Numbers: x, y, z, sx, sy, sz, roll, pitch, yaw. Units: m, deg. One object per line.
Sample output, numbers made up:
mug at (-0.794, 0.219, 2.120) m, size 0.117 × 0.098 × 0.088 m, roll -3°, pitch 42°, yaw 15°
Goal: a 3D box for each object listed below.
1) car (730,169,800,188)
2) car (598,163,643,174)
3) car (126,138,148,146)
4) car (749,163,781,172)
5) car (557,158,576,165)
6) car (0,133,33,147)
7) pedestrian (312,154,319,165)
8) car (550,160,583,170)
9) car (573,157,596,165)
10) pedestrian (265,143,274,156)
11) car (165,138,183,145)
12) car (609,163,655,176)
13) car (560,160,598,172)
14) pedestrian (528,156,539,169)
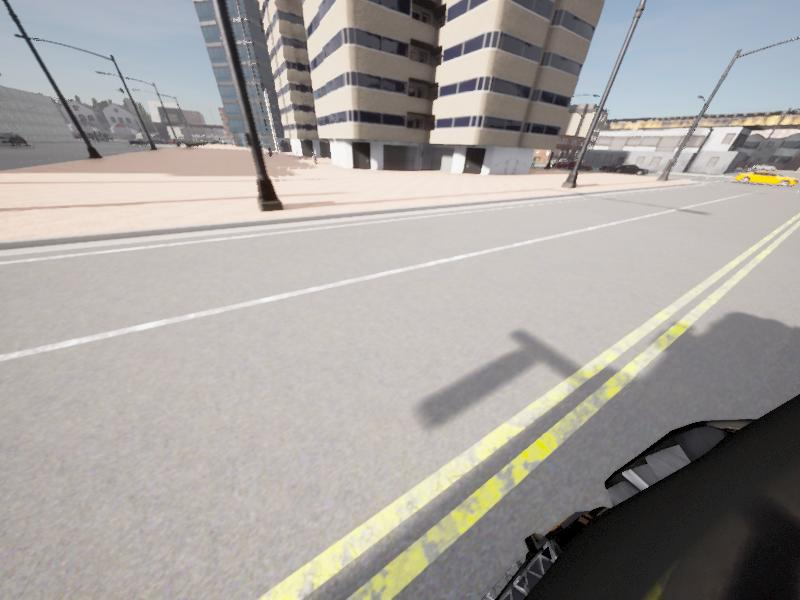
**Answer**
car at (46.924, -15.629, 29.594) m, size 1.882 × 1.535 × 5.008 m, roll -17°, pitch 38°, yaw -27°
car at (38.729, -23.232, 40.782) m, size 2.033 × 1.411 × 5.357 m, roll -17°, pitch 37°, yaw -27°
car at (-59.098, -35.625, 52.008) m, size 1.895 × 1.301 × 4.718 m, roll -16°, pitch 38°, yaw -26°
car at (87.293, -31.761, 55.321) m, size 1.812 × 1.442 × 4.674 m, roll 15°, pitch 36°, yaw 18°
car at (49.202, -40.978, 68.394) m, size 1.970 × 1.475 × 3.806 m, roll -17°, pitch 37°, yaw -27°
car at (-52.952, -21.709, 31.305) m, size 1.789 × 1.549 × 3.705 m, roll -16°, pitch 38°, yaw -26°
pedestrian at (-10.220, -17.051, 27.943) m, size 0.500 × 1.100 × 0.500 m, roll 9°, pitch 34°, yaw 9°
car at (33.962, -27.640, 47.296) m, size 2.163 × 1.488 × 4.792 m, roll -17°, pitch 37°, yaw -27°
car at (56.694, -42.848, 71.084) m, size 2.152 × 1.636 × 5.027 m, roll -17°, pitch 38°, yaw -27°
pedestrian at (-21.308, -24.636, 37.822) m, size 0.751 × 1.860 × 0.751 m, roll -21°, pitch 40°, yaw -31°
car at (-64.143, -45.009, 65.619) m, size 2.007 × 1.525 × 4.514 m, roll -11°, pitch 36°, yaw -20°
car at (37.207, -20.994, 37.189) m, size 1.812 × 1.442 × 4.674 m, roll -17°, pitch 38°, yaw -27°
car at (33.079, -24.876, 42.788) m, size 2.033 × 1.649 × 4.856 m, roll -17°, pitch 37°, yaw -27°
pedestrian at (23.163, -23.827, 40.052) m, size 0.751 × 1.860 × 0.751 m, roll -17°, pitch 38°, yaw -27°
